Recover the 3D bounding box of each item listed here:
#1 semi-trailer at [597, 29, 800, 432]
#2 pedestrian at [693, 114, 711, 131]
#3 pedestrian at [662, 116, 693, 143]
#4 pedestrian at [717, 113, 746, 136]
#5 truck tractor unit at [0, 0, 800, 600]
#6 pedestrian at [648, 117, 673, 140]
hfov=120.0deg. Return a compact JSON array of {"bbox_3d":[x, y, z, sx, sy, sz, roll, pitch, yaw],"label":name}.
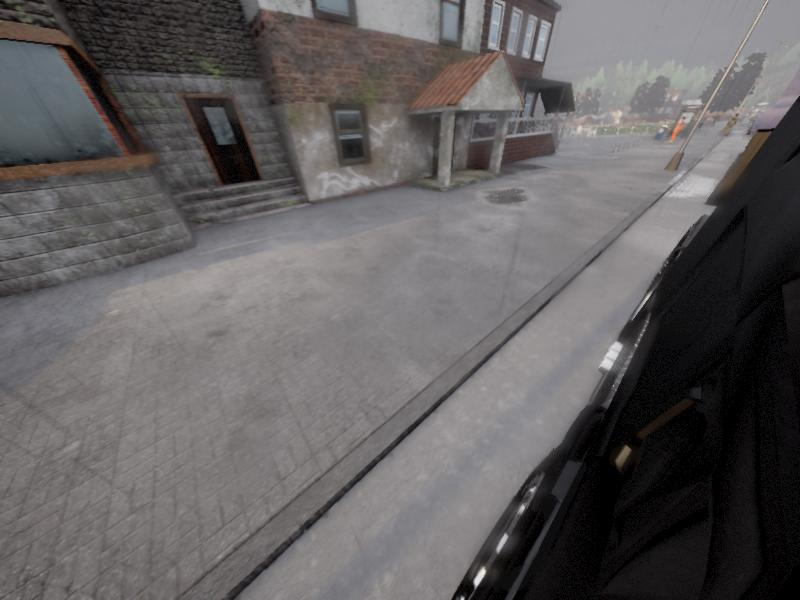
[{"bbox_3d":[8.764,-3.564,4.155,14.254,4.402,2.717,-27,43,-29],"label":"semi-trailer"},{"bbox_3d":[41.922,-24.635,32.053,0.751,1.860,0.751,-28,44,-30],"label":"pedestrian"},{"bbox_3d":[24.390,-14.991,20.321,0.751,1.860,0.751,-9,37,-8],"label":"pedestrian"},{"bbox_3d":[34.618,-18.346,24.127,0.751,1.860,0.751,-16,39,-17],"label":"pedestrian"},{"bbox_3d":[2.645,-0.295,0.351,6.516,4.208,3.053,-28,44,-30],"label":"truck tractor unit"},{"bbox_3d":[26.604,-17.568,23.662,0.751,1.860,0.751,8,38,15],"label":"pedestrian"}]
